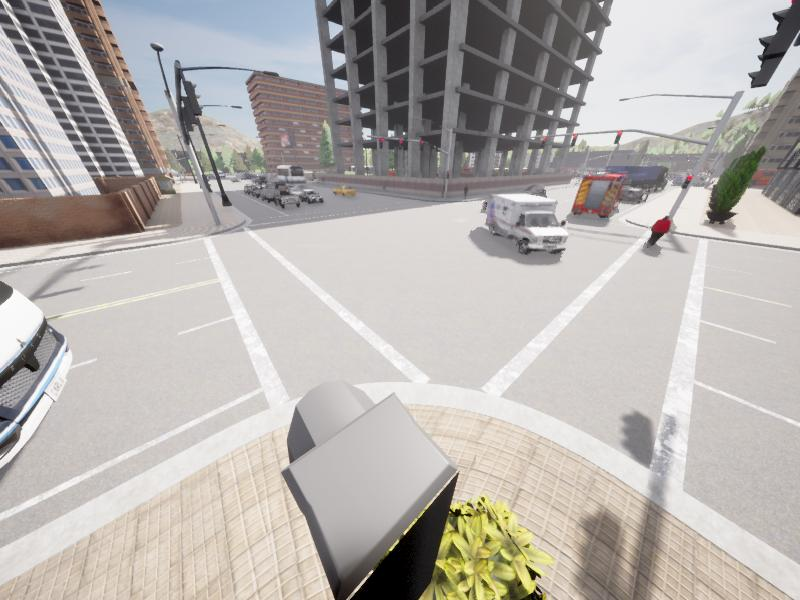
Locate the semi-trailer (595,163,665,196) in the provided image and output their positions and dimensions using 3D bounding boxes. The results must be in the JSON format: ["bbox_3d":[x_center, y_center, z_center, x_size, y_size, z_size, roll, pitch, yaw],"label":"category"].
[{"bbox_3d":[38.727,-20.318,38.780,14.254,4.402,2.717,-16,34,-26],"label":"semi-trailer"}]

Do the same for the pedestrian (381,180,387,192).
[{"bbox_3d":[-2.717,-19.725,39.963,0.751,1.860,0.751,-14,33,-22],"label":"pedestrian"}]

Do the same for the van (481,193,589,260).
[{"bbox_3d":[7.202,-4.666,13.659,2.351,2.431,6.366,-1,30,-1],"label":"van"}]

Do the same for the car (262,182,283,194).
[{"bbox_3d":[-22.848,-20.105,41.335,1.837,1.490,4.892,-22,37,-33],"label":"car"}]

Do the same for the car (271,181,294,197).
[{"bbox_3d":[-18.776,-17.815,36.971,1.905,1.878,3.866,-23,37,-34],"label":"car"}]

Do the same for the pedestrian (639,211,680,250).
[{"bbox_3d":[14.185,-3.789,12.660,0.751,1.860,0.751,-22,37,-33],"label":"pedestrian"}]

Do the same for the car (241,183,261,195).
[{"bbox_3d":[-25.067,-18.693,38.909,1.816,1.474,4.193,-22,37,-34],"label":"car"}]

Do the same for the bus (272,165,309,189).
[{"bbox_3d":[-24.828,-27.884,52.047,3.944,4.253,10.273,-22,37,-34],"label":"bus"}]

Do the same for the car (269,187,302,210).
[{"bbox_3d":[-13.065,-11.646,26.299,1.932,1.855,4.605,-21,36,-32],"label":"car"}]

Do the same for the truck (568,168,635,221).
[{"bbox_3d":[19.723,-10.527,22.419,2.891,3.827,8.468,25,39,37],"label":"truck"}]

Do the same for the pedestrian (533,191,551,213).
[{"bbox_3d":[14.102,-9.759,22.999,0.751,1.860,0.751,-8,31,-13],"label":"pedestrian"}]

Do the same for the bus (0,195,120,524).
[{"bbox_3d":[-9.885,1.753,0.719,10.273,4.253,3.944,-23,37,-34],"label":"bus"}]

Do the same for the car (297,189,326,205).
[{"bbox_3d":[-11.249,-13.098,29.215,1.970,1.475,3.806,-22,37,-33],"label":"car"}]

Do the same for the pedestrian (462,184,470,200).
[{"bbox_3d":[8.811,-14.436,30.795,0.751,1.860,0.751,4,30,7],"label":"pedestrian"}]

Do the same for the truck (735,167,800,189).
[{"bbox_3d":[79.722,-26.085,49.250,2.891,3.827,8.468,-23,37,-34],"label":"truck"}]

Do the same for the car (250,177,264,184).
[{"bbox_3d":[-38.982,-32.606,62.970,2.128,1.511,4.902,-22,37,-34],"label":"car"}]

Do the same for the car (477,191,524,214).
[{"bbox_3d":[10.519,-10.221,24.066,5.238,1.638,1.930,-23,37,-34],"label":"car"}]

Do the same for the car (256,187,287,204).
[{"bbox_3d":[-17.016,-13.831,30.482,2.163,1.488,4.792,-23,37,-34],"label":"car"}]

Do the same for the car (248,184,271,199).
[{"bbox_3d":[-21.131,-16.369,34.750,1.851,1.617,3.988,-22,37,-34],"label":"car"}]

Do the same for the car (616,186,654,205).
[{"bbox_3d":[30.377,-13.568,29.851,4.611,1.667,2.242,-21,37,-32],"label":"car"}]

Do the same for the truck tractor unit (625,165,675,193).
[{"bbox_3d":[45.609,-22.183,42.213,6.516,4.208,3.053,-16,34,-24],"label":"truck tractor unit"}]

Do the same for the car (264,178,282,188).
[{"bbox_3d":[-28.824,-26.524,52.307,1.930,1.638,5.238,-22,37,-34],"label":"car"}]

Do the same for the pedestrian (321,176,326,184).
[{"bbox_3d":[-18.977,-29.798,57.404,0.751,1.860,0.751,26,39,37],"label":"pedestrian"}]

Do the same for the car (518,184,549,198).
[{"bbox_3d":[20.490,-16.707,35.314,4.856,1.649,2.033,-23,37,-34],"label":"car"}]

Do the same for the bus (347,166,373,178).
[{"bbox_3d":[-16.947,-54.637,98.379,10.273,4.253,3.944,-23,37,-34],"label":"bus"}]

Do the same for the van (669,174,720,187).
[{"bbox_3d":[67.584,-27.525,53.177,2.351,2.431,6.366,-13,32,-20],"label":"van"}]

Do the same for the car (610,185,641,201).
[{"bbox_3d":[32.502,-15.603,33.486,1.882,1.535,5.008,15,33,24],"label":"car"}]

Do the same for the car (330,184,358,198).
[{"bbox_3d":[-8.749,-17.120,36.077,1.801,1.575,5.366,-23,37,-34],"label":"car"}]

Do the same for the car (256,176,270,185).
[{"bbox_3d":[-34.676,-30.169,58.369,1.905,1.878,3.866,-22,37,-33],"label":"car"}]

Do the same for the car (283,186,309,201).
[{"bbox_3d":[-14.901,-15.280,33.028,1.812,1.442,4.674,-22,37,-34],"label":"car"}]
